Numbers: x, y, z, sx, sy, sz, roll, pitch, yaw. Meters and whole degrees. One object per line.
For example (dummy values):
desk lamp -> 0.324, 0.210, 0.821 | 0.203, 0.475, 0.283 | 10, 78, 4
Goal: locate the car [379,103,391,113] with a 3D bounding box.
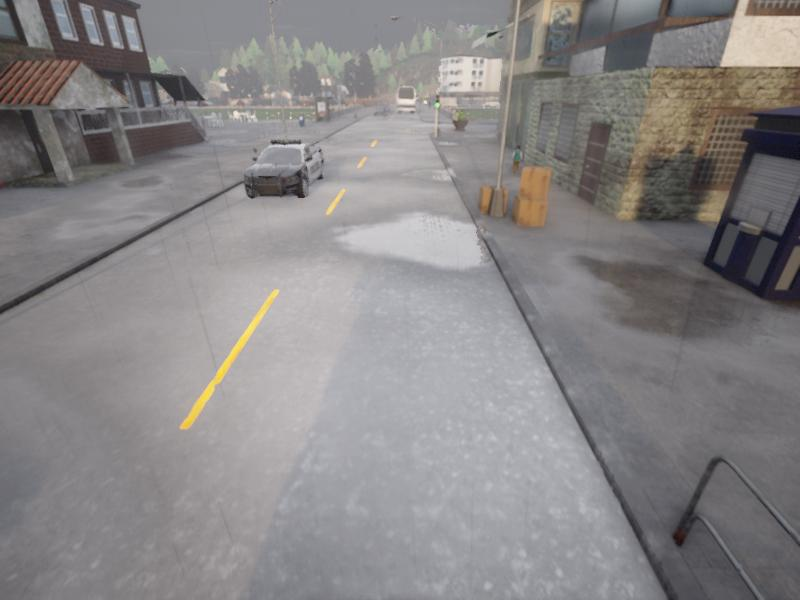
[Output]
car -> -2.800, -36.275, 75.593 | 2.007, 1.525, 4.514 | 0, 27, 1

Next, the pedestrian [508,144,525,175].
pedestrian -> 4.733, -5.731, 16.287 | 0.500, 1.100, 0.500 | 7, 28, 14

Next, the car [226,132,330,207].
car -> -3.972, -4.804, 14.161 | 1.930, 1.638, 5.238 | 1, 28, 1

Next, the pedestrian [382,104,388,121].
pedestrian -> -1.949, -24.132, 51.473 | 0.751, 1.860, 0.751 | -1, 27, -3

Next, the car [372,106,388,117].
car -> -3.048, -29.163, 61.795 | 2.033, 1.411, 5.357 | 0, 27, 1

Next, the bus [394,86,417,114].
bus -> 1.058, -36.902, 73.749 | 3.944, 4.253, 10.273 | 0, 27, 1

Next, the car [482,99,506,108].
car -> 23.781, -49.905, 101.505 | 5.566, 2.045, 2.150 | 0, 27, 1
